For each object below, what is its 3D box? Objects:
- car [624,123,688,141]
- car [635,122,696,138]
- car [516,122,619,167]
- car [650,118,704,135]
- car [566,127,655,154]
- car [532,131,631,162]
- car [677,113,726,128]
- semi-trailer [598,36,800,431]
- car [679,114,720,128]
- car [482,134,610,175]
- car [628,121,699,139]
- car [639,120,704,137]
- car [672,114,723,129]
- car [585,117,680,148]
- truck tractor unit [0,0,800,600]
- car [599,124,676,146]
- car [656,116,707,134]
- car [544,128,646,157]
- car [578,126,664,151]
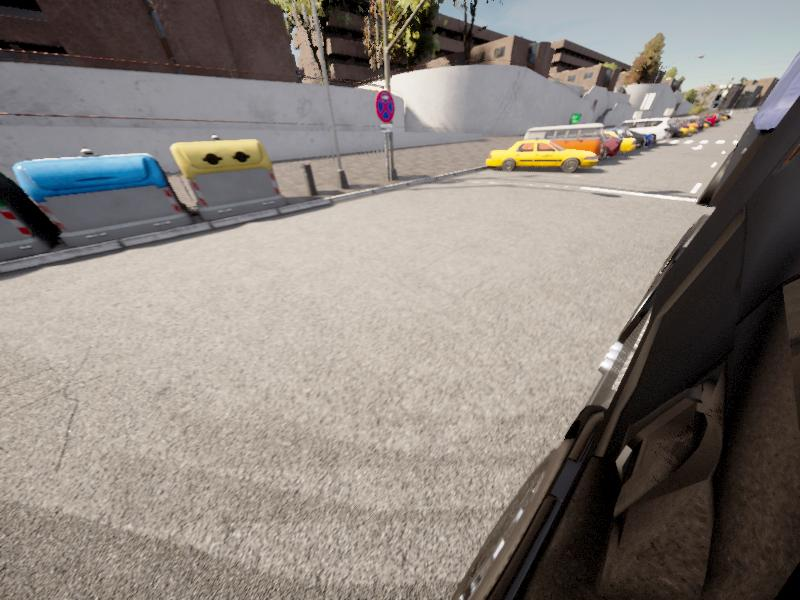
[{"bbox_3d":[30.280,-20.077,27.593,4.674,1.452,2.002,17,41,26],"label":"car"},{"bbox_3d":[34.821,-22.496,30.588,4.792,1.488,2.163,17,40,25],"label":"car"},{"bbox_3d":[9.811,-9.366,14.013,4.442,1.987,1.878,17,40,26],"label":"car"},{"bbox_3d":[41.722,-26.211,34.956,4.553,1.767,2.185,17,40,25],"label":"car"},{"bbox_3d":[16.576,-12.854,18.640,4.892,1.521,2.231,17,41,26],"label":"car"},{"bbox_3d":[11.979,-10.410,15.704,4.792,1.488,2.163,17,41,26],"label":"car"},{"bbox_3d":[64.570,-38.548,49.683,5.566,2.045,2.435,16,41,26],"label":"car"},{"bbox_3d":[8.692,-3.605,4.241,14.254,4.402,2.717,-28,43,-30],"label":"semi-trailer"},{"bbox_3d":[62.365,-37.269,48.190,4.442,1.987,1.878,16,41,26],"label":"car"},{"bbox_3d":[7.597,-7.952,12.632,5.366,1.575,1.946,17,40,26],"label":"car"},{"bbox_3d":[32.722,-21.270,28.985,5.366,1.575,1.946,17,40,25],"label":"car"},{"bbox_3d":[37.293,-23.669,31.976,5.366,1.575,1.946,17,40,26],"label":"car"},{"bbox_3d":[59.947,-36.087,46.762,5.566,2.045,2.435,16,41,26],"label":"car"},{"bbox_3d":[21.100,-15.493,21.476,5.566,2.045,2.435,17,41,26],"label":"car"},{"bbox_3d":[2.645,-0.295,0.351,6.516,4.208,3.053,-28,44,-30],"label":"truck tractor unit"},{"bbox_3d":[23.421,-16.498,23.111,4.892,1.521,2.231,17,40,25],"label":"car"},{"bbox_3d":[44.087,-27.482,36.361,4.442,1.987,1.878,17,40,26],"label":"car"},{"bbox_3d":[14.126,-11.693,17.237,5.366,1.575,1.946,17,41,26],"label":"car"},{"bbox_3d":[18.854,-14.076,20.134,5.008,1.535,2.097,17,40,26],"label":"car"}]
